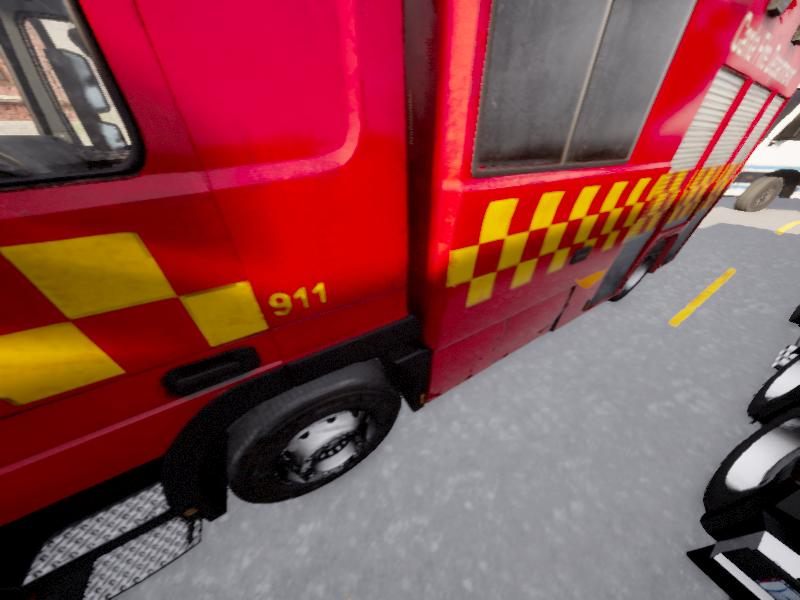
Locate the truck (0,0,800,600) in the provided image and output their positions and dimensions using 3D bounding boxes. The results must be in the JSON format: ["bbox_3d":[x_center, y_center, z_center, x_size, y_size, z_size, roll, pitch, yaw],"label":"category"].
[{"bbox_3d":[1.063,-1.521,2.851,8.468,3.827,2.891,-18,39,-25],"label":"truck"}]

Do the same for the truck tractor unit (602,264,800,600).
[{"bbox_3d":[5.107,-0.304,0.784,6.516,4.208,3.053,-18,39,-24],"label":"truck tractor unit"}]

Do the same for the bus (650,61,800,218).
[{"bbox_3d":[17.401,-5.311,8.064,10.273,4.253,3.944,11,35,14],"label":"bus"}]
